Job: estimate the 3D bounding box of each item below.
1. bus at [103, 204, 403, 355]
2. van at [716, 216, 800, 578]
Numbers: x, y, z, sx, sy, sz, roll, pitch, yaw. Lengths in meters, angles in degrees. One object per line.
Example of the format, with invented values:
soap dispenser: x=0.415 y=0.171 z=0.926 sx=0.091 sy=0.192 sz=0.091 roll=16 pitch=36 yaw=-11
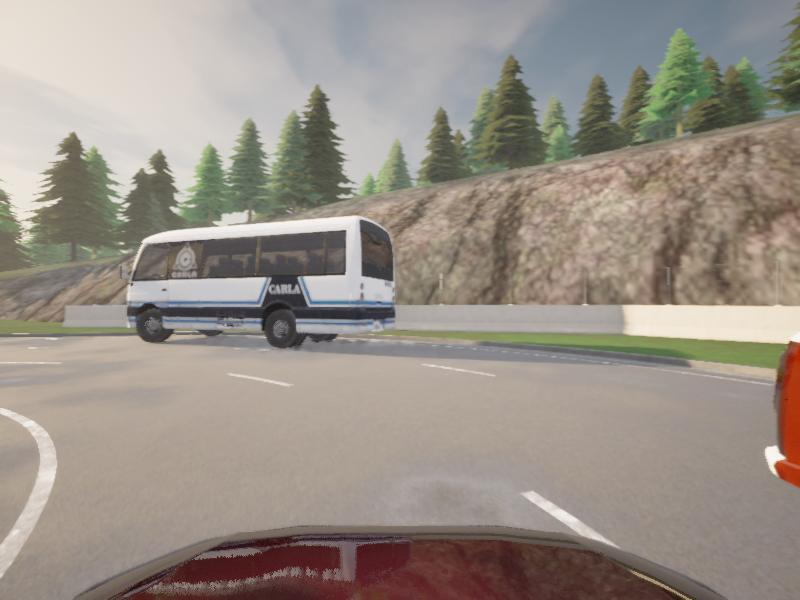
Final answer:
bus: x=-5.406 y=-0.527 z=14.847 sx=10.273 sy=4.253 sz=3.944 roll=0 pitch=-1 yaw=20
van: x=3.476 y=0.560 z=0.656 sx=2.069 sy=2.038 sz=4.480 roll=1 pitch=0 yaw=-6
